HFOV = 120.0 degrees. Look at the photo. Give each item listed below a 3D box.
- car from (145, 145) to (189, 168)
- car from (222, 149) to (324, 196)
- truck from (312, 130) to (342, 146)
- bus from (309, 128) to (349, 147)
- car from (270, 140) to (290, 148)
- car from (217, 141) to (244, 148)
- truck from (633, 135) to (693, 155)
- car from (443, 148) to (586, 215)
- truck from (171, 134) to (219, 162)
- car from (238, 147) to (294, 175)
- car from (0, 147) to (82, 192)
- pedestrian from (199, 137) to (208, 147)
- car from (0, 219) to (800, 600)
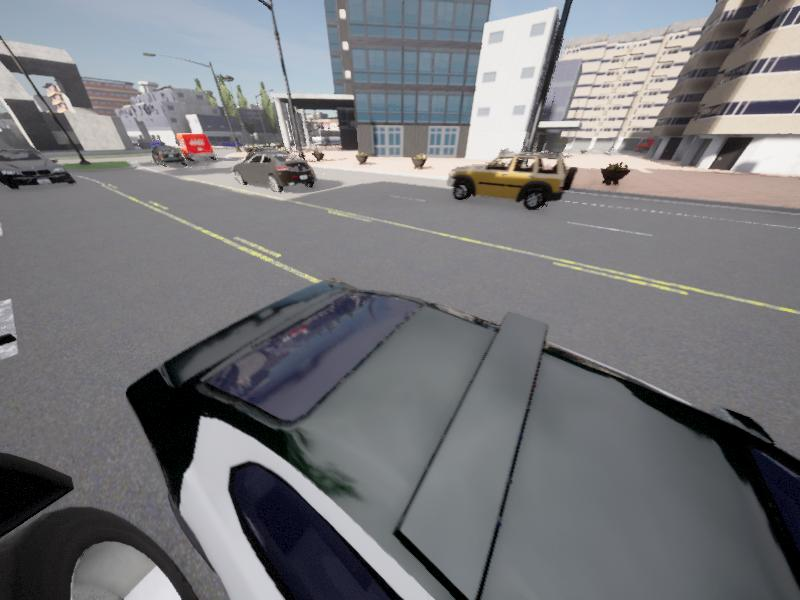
[{"bbox_3d":[-21.187,-13.103,20.992,3.705,1.549,1.789,26,43,32],"label":"car"},{"bbox_3d":[-6.673,-6.846,12.165,5.027,1.651,2.152,22,40,27],"label":"car"},{"bbox_3d":[-21.892,-49.036,69.997,2.891,3.827,8.468,21,40,27],"label":"truck"},{"bbox_3d":[-20.250,-47.106,66.899,3.944,4.253,10.273,21,40,27],"label":"bus"},{"bbox_3d":[-28.952,-37.700,55.857,1.851,1.617,3.988,12,37,16],"label":"car"},{"bbox_3d":[-39.360,-36.170,53.679,4.674,1.442,1.812,-15,38,-20],"label":"car"},{"bbox_3d":[62.669,-37.314,55.486,8.468,3.827,2.891,21,40,27],"label":"truck"},{"bbox_3d":[4.353,-4.989,9.391,4.605,1.855,1.932,22,40,27],"label":"car"},{"bbox_3d":[-23.075,-17.200,26.001,2.627,2.467,5.204,-30,45,-35],"label":"truck"},{"bbox_3d":[-10.295,-10.740,17.722,3.705,1.549,1.789,22,40,27],"label":"car"},{"bbox_3d":[-20.104,-7.153,12.456,4.611,1.667,2.242,19,39,25],"label":"car"},{"bbox_3d":[-48.032,-38.621,56.433,0.751,1.860,0.751,3,35,4],"label":"pedestrian"},{"bbox_3d":[0.686,1.080,1.052,4.974,1.542,2.038,22,41,28],"label":"car"}]
